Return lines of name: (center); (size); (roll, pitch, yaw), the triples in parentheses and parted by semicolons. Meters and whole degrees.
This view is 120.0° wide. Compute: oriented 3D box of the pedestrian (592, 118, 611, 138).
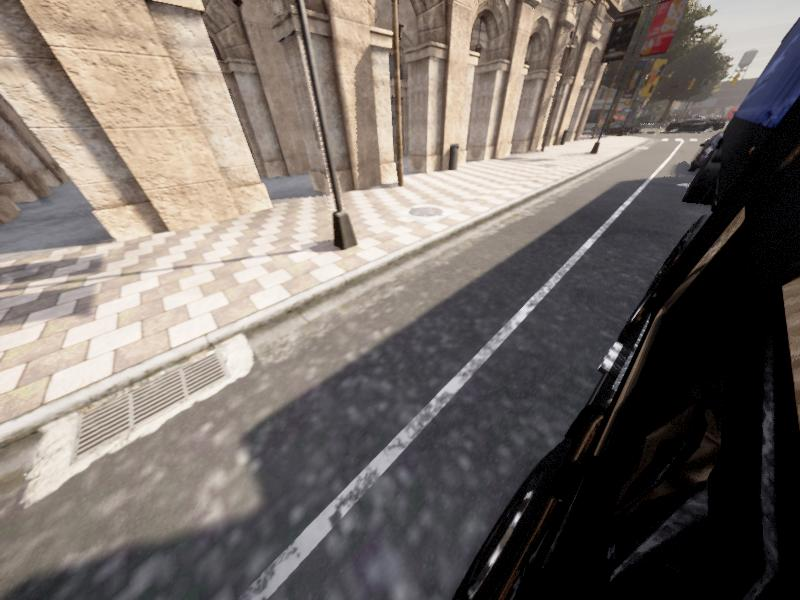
pedestrian: (23.851, -20.427, 27.389); (0.751, 1.860, 0.751); (-17, 39, -18)

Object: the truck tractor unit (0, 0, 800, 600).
truck tractor unit: (2.645, -0.295, 0.351); (6.516, 4.208, 3.053); (-28, 44, -30)

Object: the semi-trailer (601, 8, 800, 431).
semi-trailer: (8.531, -3.724, 4.371); (14.254, 4.402, 2.717); (-30, 45, -31)

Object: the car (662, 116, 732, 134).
car: (38.014, -22.543, 29.766); (1.930, 1.638, 5.238); (-31, 45, -32)

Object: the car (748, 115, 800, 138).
car: (35.687, -16.536, 21.994); (5.366, 1.575, 1.801); (-24, 42, -26)

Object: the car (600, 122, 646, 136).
car: (30.804, -23.708, 32.000); (1.994, 1.385, 4.181); (-32, 46, -33)

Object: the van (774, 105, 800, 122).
van: (78.071, -37.230, 46.034); (6.366, 2.431, 2.351); (-32, 46, -33)

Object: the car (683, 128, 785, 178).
car: (14.566, -6.682, 10.321); (3.633, 1.501, 1.845); (-32, 46, -33)

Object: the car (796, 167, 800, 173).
car: (16.089, -4.720, 7.618); (4.974, 1.542, 2.038); (-31, 45, -33)
